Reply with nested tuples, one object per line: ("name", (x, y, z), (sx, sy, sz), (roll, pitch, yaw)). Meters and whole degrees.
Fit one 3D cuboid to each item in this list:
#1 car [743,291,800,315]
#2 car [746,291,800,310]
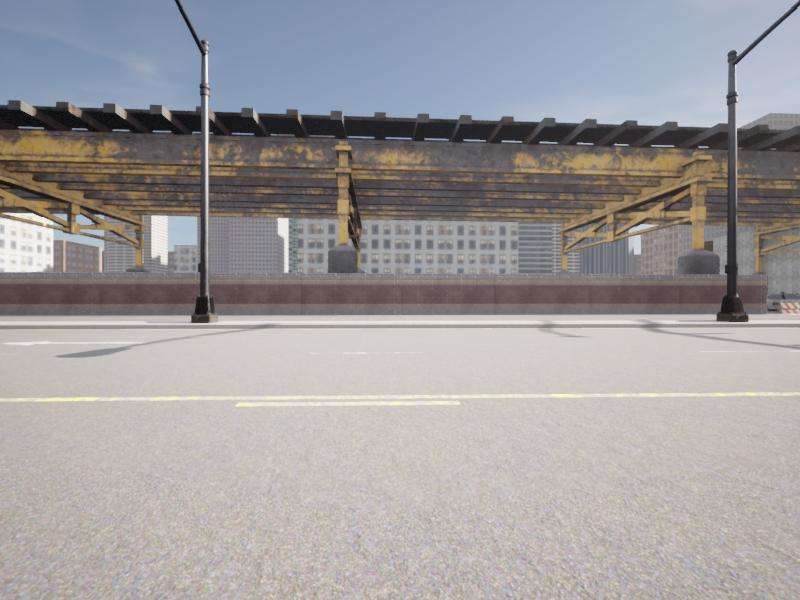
("car", (27.003, 0.196, 27.666), (4.974, 1.542, 2.038), (0, 0, 42))
("car", (26.964, 0.038, 27.700), (4.536, 1.218, 1.853), (0, 0, 42))
